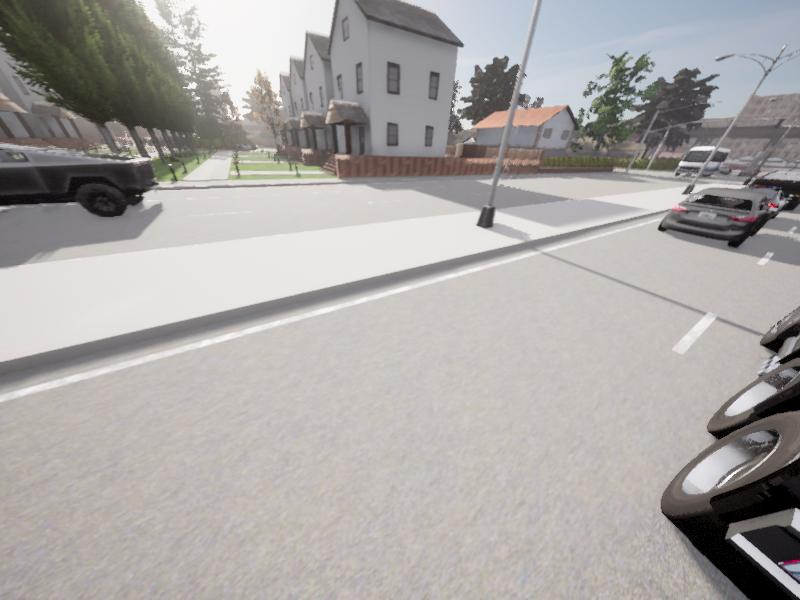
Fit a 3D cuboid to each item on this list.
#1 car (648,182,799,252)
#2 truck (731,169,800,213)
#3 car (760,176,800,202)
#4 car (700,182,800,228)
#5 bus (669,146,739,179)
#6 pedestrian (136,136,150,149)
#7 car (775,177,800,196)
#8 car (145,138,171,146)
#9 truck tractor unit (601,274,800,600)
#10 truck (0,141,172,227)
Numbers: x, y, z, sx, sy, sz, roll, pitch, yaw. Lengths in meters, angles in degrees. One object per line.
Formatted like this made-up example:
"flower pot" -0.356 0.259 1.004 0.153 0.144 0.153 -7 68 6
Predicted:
"car" 12.449 -3.407 8.939 4.611 1.667 2.242 -17 38 -26
"truck" 25.865 -7.524 15.656 6.274 2.098 2.390 -16 38 -26
"car" 33.433 -9.516 19.675 4.974 1.542 2.038 -16 38 -26
"car" 18.312 -5.073 11.969 4.974 1.542 2.038 -16 38 -26
"bus" 51.148 -23.174 38.889 10.273 4.253 3.944 -16 38 -26
"pedestrian" -44.831 -27.452 40.331 0.751 1.860 0.751 19 37 22
"car" 40.290 -11.435 23.241 4.718 1.301 1.895 -16 38 -26
"car" -59.787 -39.143 57.230 2.033 1.649 4.856 -4 34 -11
"truck tractor unit" 5.270 -0.069 0.908 6.516 4.208 3.053 -11 40 -28
"truck" -12.114 -3.781 7.374 6.274 2.098 2.390 -16 38 -26
